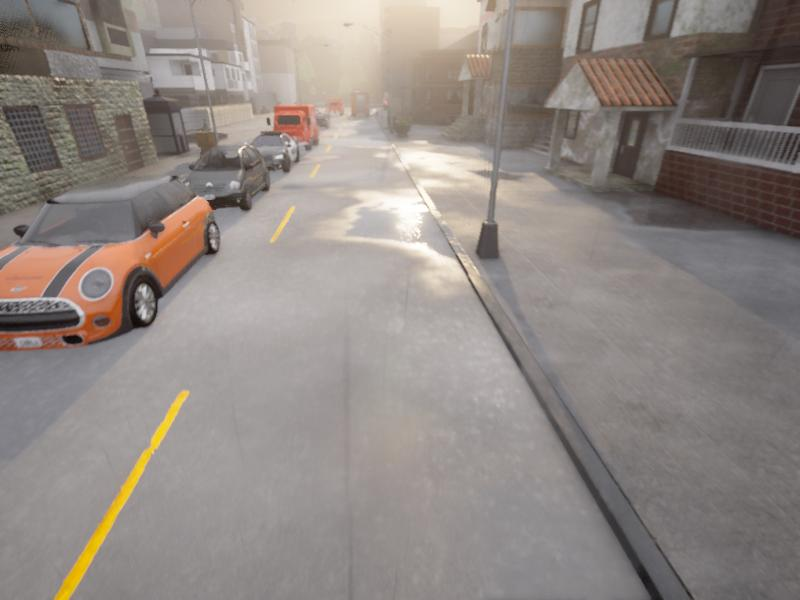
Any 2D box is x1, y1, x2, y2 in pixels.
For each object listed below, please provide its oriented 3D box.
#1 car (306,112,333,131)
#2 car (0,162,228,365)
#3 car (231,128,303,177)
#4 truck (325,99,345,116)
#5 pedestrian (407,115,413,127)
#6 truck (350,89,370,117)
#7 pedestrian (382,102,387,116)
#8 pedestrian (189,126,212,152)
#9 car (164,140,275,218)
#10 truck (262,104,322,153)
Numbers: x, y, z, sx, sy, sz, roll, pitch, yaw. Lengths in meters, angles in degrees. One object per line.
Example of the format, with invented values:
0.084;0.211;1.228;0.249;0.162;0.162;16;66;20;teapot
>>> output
-8.029;-18.071;40.339;2.033;1.411;5.357;-2;27;-4;car
-4.791;-1.025;6.677;2.097;1.767;4.553;-2;27;-4;car
-5.933;-6.969;18.551;2.038;1.542;4.974;-2;27;-4;car
-10.391;-31.126;64.600;2.627;2.467;5.204;-2;27;-4;truck
1.039;-18.162;40.521;0.500;1.100;0.500;3;27;7;pedestrian
-6.376;-31.758;64.328;2.891;3.827;8.468;-2;27;-4;truck
-2.373;-29.775;62.328;0.751;1.860;0.751;-2;27;-4;pedestrian
-11.470;-9.254;22.994;0.751;1.300;0.751;-4;27;-7;pedestrian
-5.357;-3.934;12.551;1.851;1.617;3.988;-2;27;-4;car
-6.590;-10.896;25.169;2.627;2.467;5.204;-2;27;-4;truck
